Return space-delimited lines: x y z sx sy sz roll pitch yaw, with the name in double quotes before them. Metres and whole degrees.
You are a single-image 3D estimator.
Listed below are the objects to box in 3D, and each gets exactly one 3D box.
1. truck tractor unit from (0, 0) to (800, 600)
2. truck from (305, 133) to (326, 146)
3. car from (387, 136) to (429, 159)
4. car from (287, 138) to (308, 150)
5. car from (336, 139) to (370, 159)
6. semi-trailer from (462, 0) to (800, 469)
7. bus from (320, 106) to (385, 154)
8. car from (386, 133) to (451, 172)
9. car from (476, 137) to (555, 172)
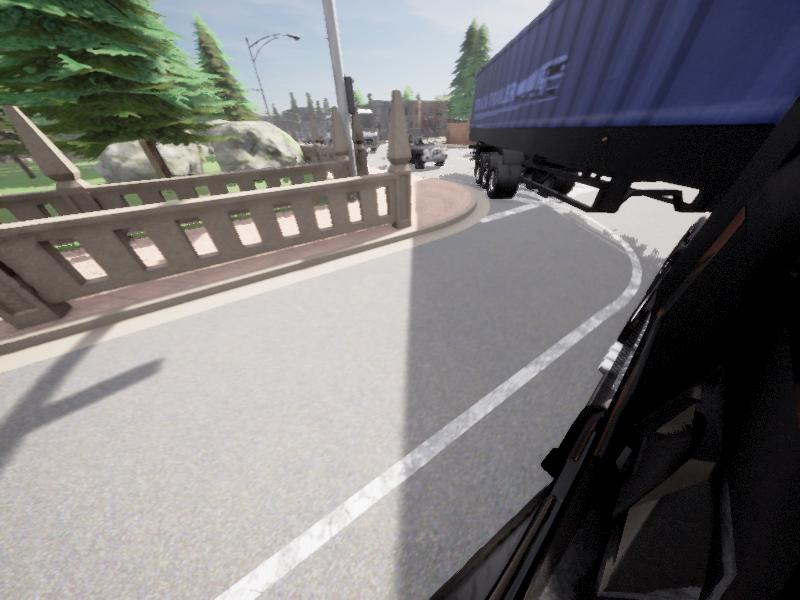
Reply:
"truck tractor unit" 2.645 -0.295 0.351 6.516 4.208 3.053 -28 44 -30
"truck" -19.040 -36.017 51.779 2.390 2.098 6.274 -23 41 -24
"car" 0.665 -14.298 21.571 1.851 1.617 3.988 -23 41 -24
"car" -17.702 -26.899 39.825 1.801 1.575 5.366 -23 41 -24
"car" -4.787 -15.301 23.353 1.845 1.501 3.633 -23 41 -24
"semi-trailer" 4.449 -4.746 6.048 2.717 4.402 14.254 1 37 3
"bus" -6.307 -21.695 29.804 3.944 4.253 10.273 -22 40 -24
"car" 1.083 -10.174 15.746 1.932 1.855 4.605 -23 42 -24
"car" 6.744 -8.868 13.901 1.845 1.501 3.633 -23 41 -25
